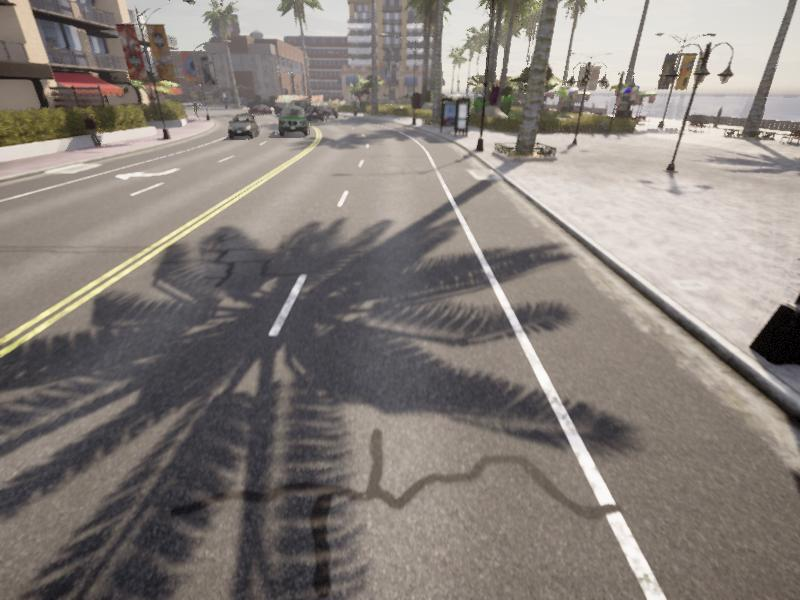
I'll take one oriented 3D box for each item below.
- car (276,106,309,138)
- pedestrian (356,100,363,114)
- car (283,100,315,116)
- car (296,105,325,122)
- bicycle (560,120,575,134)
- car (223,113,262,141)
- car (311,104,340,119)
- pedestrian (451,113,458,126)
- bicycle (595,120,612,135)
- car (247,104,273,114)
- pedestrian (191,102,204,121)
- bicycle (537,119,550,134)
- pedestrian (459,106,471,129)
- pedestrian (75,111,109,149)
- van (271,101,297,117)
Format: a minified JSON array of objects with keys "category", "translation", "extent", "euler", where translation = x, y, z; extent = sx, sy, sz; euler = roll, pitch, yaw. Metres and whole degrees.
[{"category":"car","translation":[-8.486,-14.374,32.112],"extent":[2.150,2.045,5.566],"euler":[-5,28,-10]},{"category":"pedestrian","translation":[-6.468,-30.711,63.619],"extent":[0.751,1.860,0.751],"euler":[24,36,38]},{"category":"car","translation":[-15.657,-29.741,61.805],"extent":[2.150,2.045,5.566],"euler":[-21,34,-36]},{"category":"car","translation":[-10.898,-22.693,48.615],"extent":[2.242,1.667,4.611],"euler":[-12,30,-22]},{"category":"bicycle","translation":[13.901,-14.393,33.259],"extent":[0.373,1.024,1.643],"euler":[0,27,-1]},{"category":"car","translation":[-11.627,-12.950,29.790],"extent":[1.851,1.617,3.988],"euler":[-4,28,-8]},{"category":"car","translation":[-10.077,-25.465,54.050],"extent":[2.152,1.651,5.027],"euler":[-14,31,-25]},{"category":"pedestrian","translation":[5.500,-18.307,40.571],"extent":[0.500,1.100,0.500],"euler":[-6,28,-13]},{"category":"bicycle","translation":[16.918,-14.401,33.315],"extent":[0.373,1.024,1.643],"euler":[0,27,-1]},{"category":"car","translation":[-22.386,-30.509,63.911],"extent":[4.181,1.385,1.994],"euler":[23,35,37]},{"category":"pedestrian","translation":[-22.693,-21.125,44.823],"extent":[0.751,1.860,0.751],"euler":[-2,27,-5]},{"category":"bicycle","translation":[11.889,-14.388,33.221],"extent":[0.373,1.024,1.643],"euler":[0,27,-1]},{"category":"pedestrian","translation":[5.976,-16.759,36.748],"extent":[0.751,1.860,0.751],"euler":[-6,28,-12]},{"category":"pedestrian","translation":[-17.157,-9.468,22.307],"extent":[0.751,1.860,0.751],"euler":[-1,27,-3]},{"category":"van","translation":[-16.743,-27.577,57.656],"extent":[1.775,1.987,4.442],"euler":[-19,33,-32]}]
